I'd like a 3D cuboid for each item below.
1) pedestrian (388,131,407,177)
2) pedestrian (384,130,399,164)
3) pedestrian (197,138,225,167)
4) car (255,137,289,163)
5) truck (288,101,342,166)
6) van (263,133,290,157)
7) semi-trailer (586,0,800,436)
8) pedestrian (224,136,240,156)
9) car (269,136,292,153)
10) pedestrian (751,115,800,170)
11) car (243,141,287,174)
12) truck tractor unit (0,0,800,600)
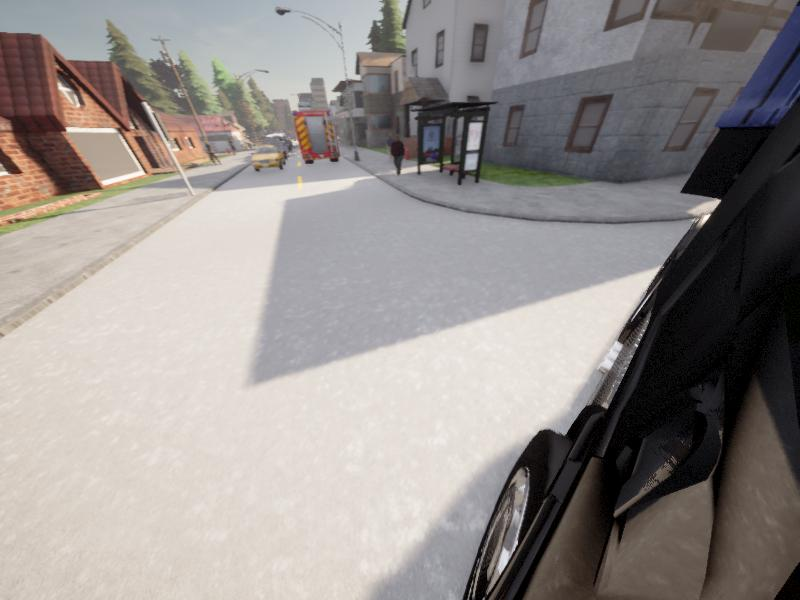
[{"bbox_3d":[-0.103,-7.280,11.577,0.751,1.860,0.751,5,37,10],"label":"pedestrian"},{"bbox_3d":[-0.602,-10.507,15.911,0.751,1.860,0.751,-13,38,-14],"label":"pedestrian"},{"bbox_3d":[-15.224,-11.903,18.660,0.751,1.860,0.751,-1,37,2],"label":"pedestrian"},{"bbox_3d":[-12.256,-14.708,22.495,2.097,1.767,4.553,-13,38,-14],"label":"car"},{"bbox_3d":[-7.527,-14.640,20.427,2.891,3.827,8.468,-13,38,-14],"label":"truck"},{"bbox_3d":[-14.407,-18.338,27.259,2.069,2.038,4.480,-14,38,-14],"label":"van"},{"bbox_3d":[9.546,-2.824,3.149,14.254,4.402,2.717,-17,39,-18],"label":"semi-trailer"},{"bbox_3d":[-19.832,-18.172,27.298,0.751,1.860,0.751,-14,38,-15],"label":"pedestrian"},{"bbox_3d":[-16.717,-22.022,32.620,2.242,1.667,4.611,-13,38,-14],"label":"car"},{"bbox_3d":[16.161,-6.512,9.580,0.751,1.860,0.751,-14,38,-14],"label":"pedestrian"},{"bbox_3d":[-9.846,-10.762,17.265,1.801,1.575,5.366,-13,38,-13],"label":"car"},{"bbox_3d":[2.645,-0.295,0.352,6.516,4.208,3.053,-28,44,-30],"label":"truck tractor unit"}]
